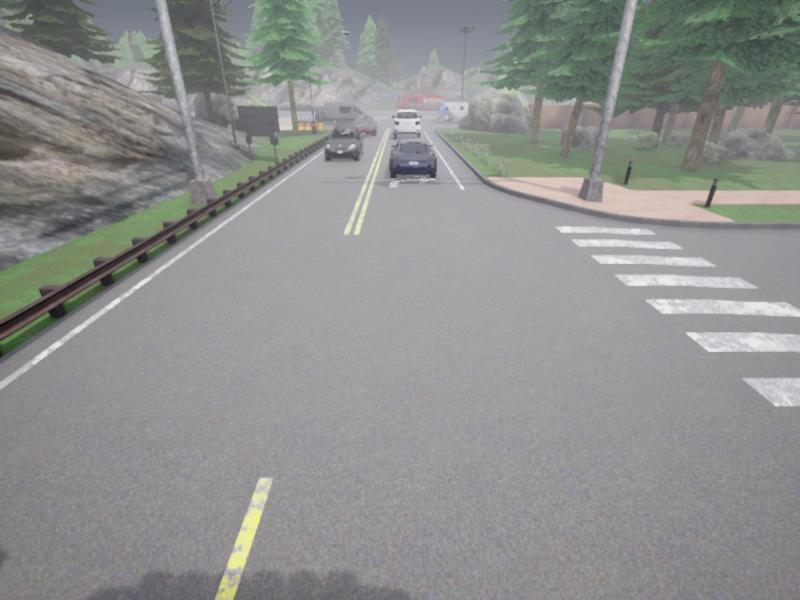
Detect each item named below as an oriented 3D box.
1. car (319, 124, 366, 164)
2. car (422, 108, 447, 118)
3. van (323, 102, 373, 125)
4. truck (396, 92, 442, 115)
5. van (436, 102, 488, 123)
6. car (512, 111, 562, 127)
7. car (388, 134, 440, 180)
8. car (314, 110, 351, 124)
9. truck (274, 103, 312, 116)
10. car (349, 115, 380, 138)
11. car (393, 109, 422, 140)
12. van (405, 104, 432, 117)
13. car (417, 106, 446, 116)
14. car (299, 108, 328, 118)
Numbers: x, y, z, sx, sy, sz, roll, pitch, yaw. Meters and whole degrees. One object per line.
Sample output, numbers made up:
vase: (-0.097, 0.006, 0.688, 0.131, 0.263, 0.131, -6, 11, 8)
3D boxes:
car: (-2.957, -8.421, 21.426, 1.851, 1.617, 3.988, 0, 27, 0)
car: (5.680, -30.759, 65.846, 3.806, 1.475, 1.970, 0, 27, 0)
van: (-6.423, -23.248, 49.898, 5.915, 2.561, 1.988, 0, 27, 0)
truck: (3.433, -36.609, 74.631, 8.468, 3.827, 2.891, 0, 27, 0)
van: (8.109, -24.869, 53.157, 6.366, 2.431, 2.351, 0, 27, 0)
car: (16.061, -21.372, 47.172, 5.027, 1.651, 2.152, 0, 27, 0)
car: (0.546, -6.406, 17.731, 1.994, 1.385, 4.181, 0, 27, 0)
car: (-8.983, -24.377, 53.229, 4.514, 1.525, 2.007, 0, 27, 0)
truck: (-19.880, -35.712, 74.833, 6.274, 2.098, 2.390, 0, 27, 0)
car: (-2.954, -14.794, 34.055, 2.163, 1.488, 4.792, 0, 27, 0)
car: (0.547, -14.443, 32.731, 2.150, 2.045, 5.566, 0, 27, 0)
van: (3.130, -32.602, 68.807, 4.442, 1.987, 1.775, 0, 27, 0)
car: (5.616, -34.054, 72.023, 4.856, 1.649, 2.033, 0, 27, 0)
car: (-14.119, -30.693, 65.666, 4.193, 1.474, 1.816, 0, 27, 0)
